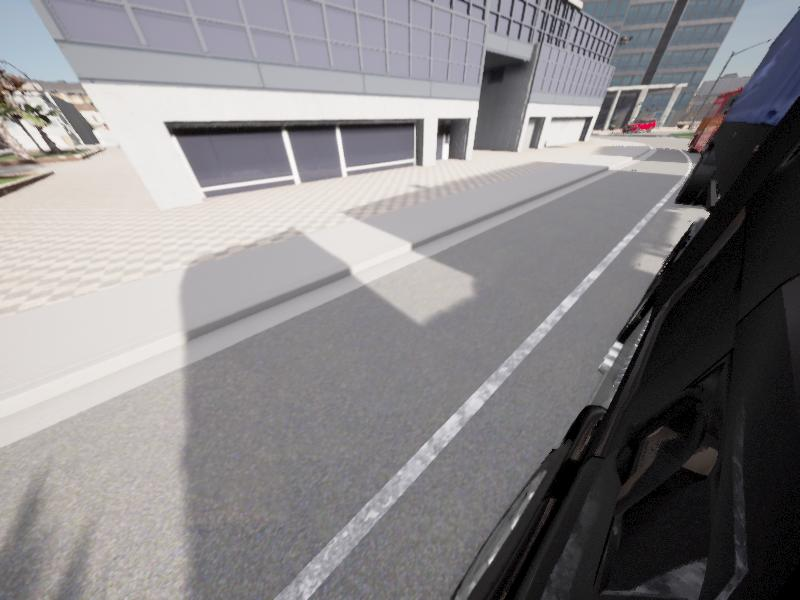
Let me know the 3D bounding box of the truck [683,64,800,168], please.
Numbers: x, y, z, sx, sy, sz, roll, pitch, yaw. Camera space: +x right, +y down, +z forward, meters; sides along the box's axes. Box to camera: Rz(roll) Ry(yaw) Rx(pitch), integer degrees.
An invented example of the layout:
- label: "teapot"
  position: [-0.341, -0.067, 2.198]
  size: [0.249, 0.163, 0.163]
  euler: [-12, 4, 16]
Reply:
- label: "truck"
  position: [20.435, -10.570, 13.522]
  size: [2.891, 3.827, 8.468]
  euler: [25, 45, 32]

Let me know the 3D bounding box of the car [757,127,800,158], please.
- label: "car"
  position: [25.187, -9.833, 14.355]
  size: [1.994, 1.385, 4.181]
  euler: [23, 44, 30]

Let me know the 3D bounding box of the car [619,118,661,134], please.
- label: "car"
  position: [41.850, -30.339, 40.344]
  size: [5.566, 2.045, 2.150]
  euler: [-14, 38, -14]

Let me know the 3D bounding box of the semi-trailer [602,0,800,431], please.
- label: "semi-trailer"
  position: [8.478, -3.721, 4.471]
  size: [14.254, 4.402, 2.717]
  euler: [-31, 45, -32]

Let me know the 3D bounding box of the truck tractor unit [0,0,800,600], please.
- label: "truck tractor unit"
  position: [2.645, -0.295, 0.351]
  size: [6.516, 4.208, 3.053]
  euler: [-28, 44, -30]
